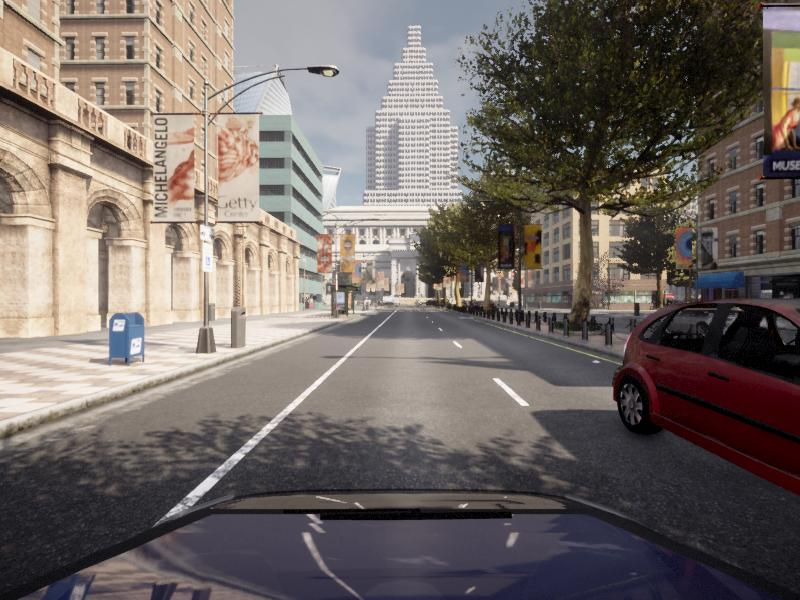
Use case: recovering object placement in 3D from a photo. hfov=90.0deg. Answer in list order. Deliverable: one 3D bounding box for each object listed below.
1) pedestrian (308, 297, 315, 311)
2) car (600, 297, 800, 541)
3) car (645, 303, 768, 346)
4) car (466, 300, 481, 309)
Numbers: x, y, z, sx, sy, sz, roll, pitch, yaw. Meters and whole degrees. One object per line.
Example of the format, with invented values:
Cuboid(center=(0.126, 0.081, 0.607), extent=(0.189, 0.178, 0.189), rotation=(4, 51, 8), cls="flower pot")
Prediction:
Cuboid(center=(-11.515, 0.485, 51.892), extent=(0.751, 1.860, 0.751), rotation=(0, 0, 0), cls="pedestrian")
Cuboid(center=(3.587, 0.788, 3.390), extent=(1.851, 1.617, 3.988), rotation=(0, 0, 1), cls="car")
Cuboid(center=(11.837, 0.853, 15.824), extent=(1.970, 1.475, 3.806), rotation=(0, 0, 1), cls="car")
Cuboid(center=(12.915, 0.823, 70.753), extent=(1.882, 1.535, 5.008), rotation=(0, 0, 1), cls="car")
